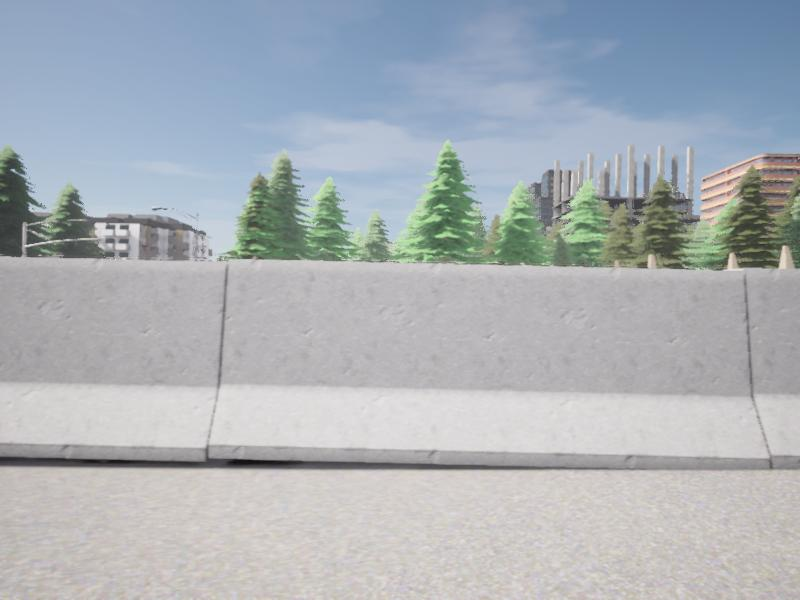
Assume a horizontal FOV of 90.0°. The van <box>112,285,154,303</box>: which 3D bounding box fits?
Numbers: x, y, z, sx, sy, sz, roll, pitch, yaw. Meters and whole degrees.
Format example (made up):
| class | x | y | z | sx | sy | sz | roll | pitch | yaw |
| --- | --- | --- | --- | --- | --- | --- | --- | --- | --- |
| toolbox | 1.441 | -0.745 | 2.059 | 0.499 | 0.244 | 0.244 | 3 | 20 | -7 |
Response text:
| class | x | y | z | sx | sy | sz | roll | pitch | yaw |
| --- | --- | --- | --- | --- | --- | --- | --- | --- | --- |
| van | -33.191 | -0.743 | 49.925 | 2.069 | 2.038 | 4.480 | 1 | 0 | 2 |
